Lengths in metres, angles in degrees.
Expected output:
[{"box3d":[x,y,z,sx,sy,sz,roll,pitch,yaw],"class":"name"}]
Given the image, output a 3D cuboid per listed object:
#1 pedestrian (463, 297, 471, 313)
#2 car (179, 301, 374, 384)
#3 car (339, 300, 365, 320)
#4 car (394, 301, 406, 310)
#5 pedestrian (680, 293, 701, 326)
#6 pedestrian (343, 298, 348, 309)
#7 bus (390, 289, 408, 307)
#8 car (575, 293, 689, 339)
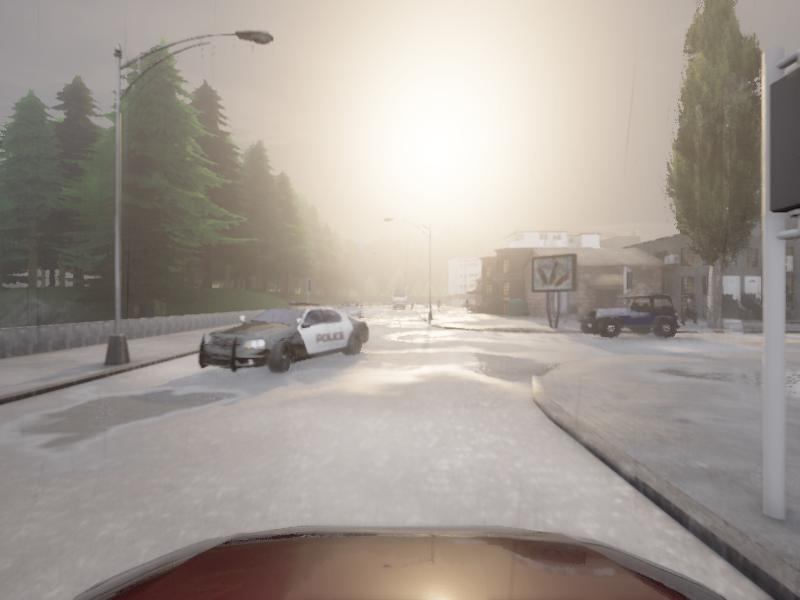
[{"box3d":[7.941,0.583,47.283,0.751,1.860,0.751,0,0,-11],"class":"pedestrian"},{"box3d":[-2.768,0.836,10.417,2.038,1.542,4.974,1,0,24],"class":"car"},{"box3d":[-4.088,0.822,34.775,1.851,1.617,3.988,0,0,-1],"class":"car"},{"box3d":[-0.077,0.883,69.963,2.038,1.542,4.974,0,0,0],"class":"car"},{"box3d":[16.993,0.547,23.395,0.751,1.860,0.751,0,0,10],"class":"pedestrian"},{"box3d":[-9.417,0.601,69.415,0.751,1.860,0.751,0,0,-1],"class":"pedestrian"},{"box3d":[-0.228,-0.444,97.166,3.944,4.253,10.273,0,0,0],"class":"bus"},{"box3d":[9.999,0.664,17.436,3.866,1.878,1.905,0,0,-1],"class":"car"}]
